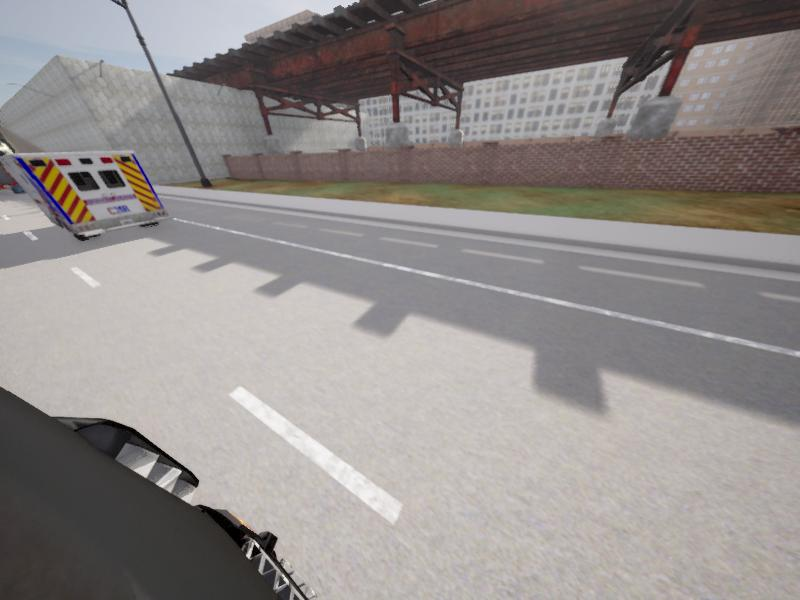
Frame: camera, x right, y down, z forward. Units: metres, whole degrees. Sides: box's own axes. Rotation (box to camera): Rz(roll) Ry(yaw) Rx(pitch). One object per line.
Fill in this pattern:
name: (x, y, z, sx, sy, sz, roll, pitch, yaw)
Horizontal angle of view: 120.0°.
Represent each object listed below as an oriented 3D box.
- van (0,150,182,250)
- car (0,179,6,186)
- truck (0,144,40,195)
van: (-11.448, -3.858, 8.419, 6.366, 2.431, 2.351, 16, 38, 26)
car: (-54.233, -15.725, 30.291, 4.674, 1.442, 1.812, 16, 38, 26)
truck: (-39.243, -12.409, 22.054, 8.468, 3.827, 2.891, 16, 38, 26)
